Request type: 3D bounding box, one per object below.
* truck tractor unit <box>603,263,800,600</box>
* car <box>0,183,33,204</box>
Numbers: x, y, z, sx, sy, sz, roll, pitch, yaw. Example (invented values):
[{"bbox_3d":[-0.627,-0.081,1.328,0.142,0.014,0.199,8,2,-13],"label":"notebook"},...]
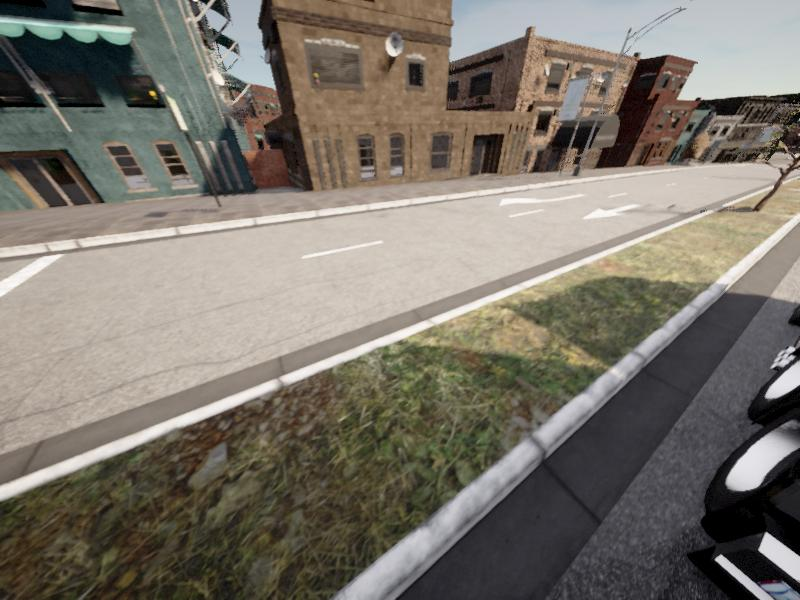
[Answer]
[{"bbox_3d":[5.109,-0.301,0.798,6.516,4.208,3.053,-18,38,-24],"label":"truck tractor unit"},{"bbox_3d":[-46.121,-12.139,26.442,1.905,1.878,3.866,-9,30,-10],"label":"car"}]
